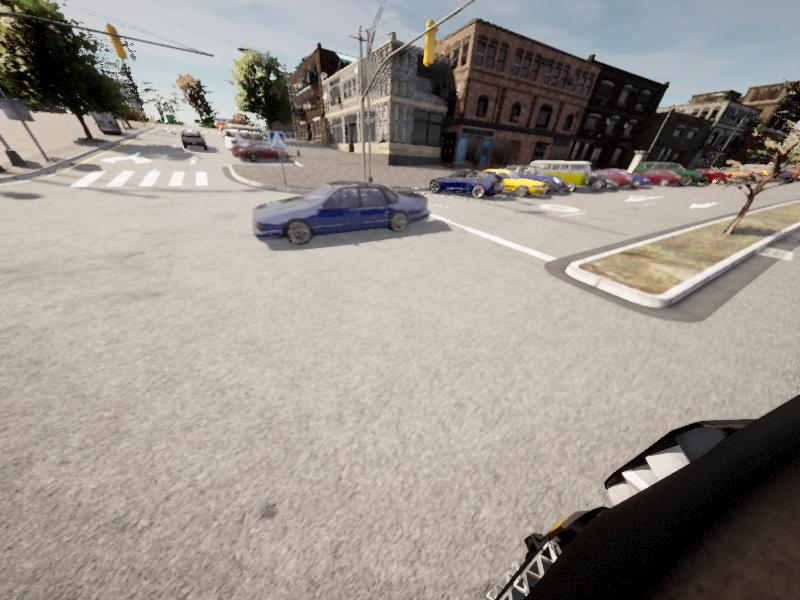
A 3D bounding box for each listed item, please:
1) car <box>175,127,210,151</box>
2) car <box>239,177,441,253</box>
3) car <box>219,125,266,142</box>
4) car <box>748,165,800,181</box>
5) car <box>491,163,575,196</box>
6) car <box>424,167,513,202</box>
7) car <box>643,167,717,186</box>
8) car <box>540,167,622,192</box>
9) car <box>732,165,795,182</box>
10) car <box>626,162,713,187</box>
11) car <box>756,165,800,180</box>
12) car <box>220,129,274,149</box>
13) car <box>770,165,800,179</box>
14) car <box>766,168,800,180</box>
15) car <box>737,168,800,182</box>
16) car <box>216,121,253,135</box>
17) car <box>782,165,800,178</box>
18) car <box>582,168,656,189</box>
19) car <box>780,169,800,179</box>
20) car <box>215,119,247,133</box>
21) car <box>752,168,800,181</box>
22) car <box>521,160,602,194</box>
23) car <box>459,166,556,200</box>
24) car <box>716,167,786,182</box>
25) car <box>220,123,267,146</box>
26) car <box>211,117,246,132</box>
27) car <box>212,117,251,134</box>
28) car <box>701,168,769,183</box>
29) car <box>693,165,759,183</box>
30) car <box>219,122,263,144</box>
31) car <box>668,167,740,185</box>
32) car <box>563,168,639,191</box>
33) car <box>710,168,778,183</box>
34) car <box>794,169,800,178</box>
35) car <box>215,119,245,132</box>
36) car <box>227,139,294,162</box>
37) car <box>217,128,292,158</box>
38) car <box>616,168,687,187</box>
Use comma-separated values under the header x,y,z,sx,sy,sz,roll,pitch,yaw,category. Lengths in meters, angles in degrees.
x,y,z,sx,sy,sz,roll,pitch,yaw,category
-21.218,-16.644,23.821,2.128,1.511,4.902,-17,42,-29,car
-1.601,-2.873,7.171,5.357,1.411,2.033,-15,37,-25,car
-23.850,-25.233,35.147,1.946,1.575,5.366,28,40,26,car
59.105,-19.954,36.208,1.878,1.987,4.442,-24,40,-36,car
9.508,-8.908,16.849,4.553,1.767,2.185,26,39,35,car
4.130,-7.461,14.637,4.792,1.488,2.163,26,40,34,car
31.260,-14.021,26.082,2.097,1.535,5.008,-27,41,-37,car
14.910,-10.151,19.278,4.892,1.521,2.231,27,40,35,car
53.528,-18.842,34.216,1.878,1.987,4.442,-25,40,-36,car
28.545,-13.600,24.831,5.566,2.045,2.435,28,41,36,car
64.571,-21.135,38.258,2.435,2.045,5.566,-25,40,-35,car
-19.113,-20.252,29.124,2.231,1.521,4.892,28,40,27,car
70.137,-22.239,40.235,2.435,2.045,5.566,-25,40,-35,car
67.371,-21.466,39.367,2.097,1.535,5.008,-24,40,-35,car
56.208,-19.238,35.435,2.163,1.488,4.792,-25,40,-35,car
-31.997,-33.374,44.927,1.946,1.575,5.366,28,40,26,car
75.751,-23.325,42.185,2.435,2.045,5.566,-24,40,-35,car
20.330,-11.441,21.617,4.674,1.452,2.002,28,40,36,car
72.961,-22.533,41.341,2.163,1.488,4.792,-24,40,-35,car
-35.434,-36.643,48.612,2.185,1.767,4.553,27,39,26,car
61.804,-20.362,37.389,2.097,1.535,5.008,-24,40,-35,car
12.307,-9.623,17.907,4.442,1.987,1.878,27,40,35,car
6.986,-8.030,15.581,5.366,1.575,1.946,26,39,34,car
50.527,-18.209,33.513,1.946,1.575,5.366,-25,40,-35,car
-20.764,-22.019,30.877,1.878,1.987,4.442,29,40,26,car
-38.728,-39.818,52.459,2.435,2.045,5.566,24,37,29,car
-33.743,-35.110,46.583,2.435,2.045,5.566,28,40,25,car
45.097,-16.991,31.362,2.231,1.521,4.892,-26,41,-36,car
42.326,-16.513,30.253,2.185,1.767,4.553,-26,41,-36,car
-22.386,-23.654,32.844,1.878,1.987,4.442,29,40,26,car
36.772,-15.233,28.229,2.097,1.535,5.008,-27,41,-37,car
17.617,-10.779,20.456,4.674,1.452,2.002,27,40,35,car
47.871,-17.575,32.400,2.097,1.535,5.008,-25,40,-36,car
81.323,-24.429,44.161,2.435,2.045,5.566,-24,40,-35,car
-37.058,-38.245,50.598,2.185,1.767,4.553,25,38,27,car
-12.639,-13.697,21.301,2.002,1.452,4.674,28,40,26,car
-14.215,-15.574,23.111,2.435,2.045,5.566,28,40,27,car
25.778,-12.727,23.879,4.674,1.452,2.002,28,41,36,car
